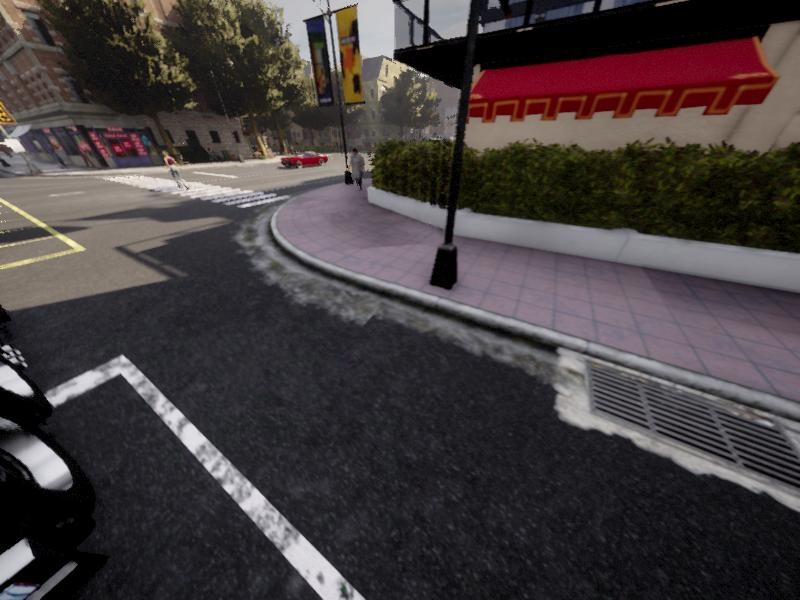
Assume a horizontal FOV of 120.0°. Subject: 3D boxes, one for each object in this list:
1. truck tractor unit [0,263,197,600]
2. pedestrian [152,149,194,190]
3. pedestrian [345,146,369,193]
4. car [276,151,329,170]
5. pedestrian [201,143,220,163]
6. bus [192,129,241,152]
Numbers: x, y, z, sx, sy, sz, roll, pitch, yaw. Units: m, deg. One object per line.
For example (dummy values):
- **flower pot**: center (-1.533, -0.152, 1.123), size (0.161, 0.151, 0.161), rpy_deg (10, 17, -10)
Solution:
- **truck tractor unit**: center (-5.110, -0.302, 0.780), size (6.516, 4.208, 3.053), rpy_deg (18, 39, 24)
- **pedestrian**: center (-12.479, -7.177, 12.739), size (0.751, 1.860, 0.751), rpy_deg (18, 39, 24)
- **pedestrian**: center (-2.016, -6.203, 10.986), size (0.751, 1.860, 0.751), rpy_deg (5, 35, 7)
- **car**: center (-9.610, -14.160, 23.280), size (1.895, 1.301, 4.718), rpy_deg (18, 39, 24)
- **pedestrian**: center (-21.562, -16.784, 26.346), size (0.751, 1.860, 0.751), rpy_deg (14, 37, 20)
- **bus**: center (-43.814, -38.074, 55.326), size (10.273, 4.253, 3.944), rpy_deg (18, 39, 24)
